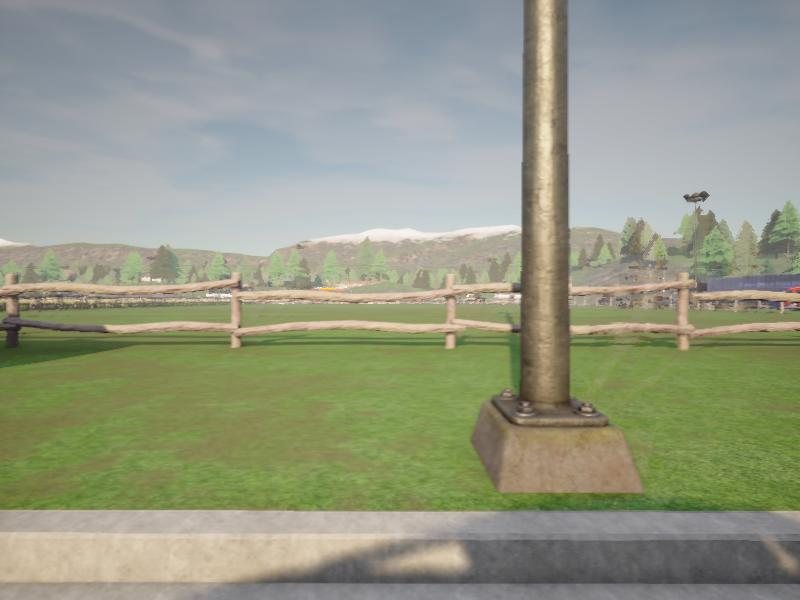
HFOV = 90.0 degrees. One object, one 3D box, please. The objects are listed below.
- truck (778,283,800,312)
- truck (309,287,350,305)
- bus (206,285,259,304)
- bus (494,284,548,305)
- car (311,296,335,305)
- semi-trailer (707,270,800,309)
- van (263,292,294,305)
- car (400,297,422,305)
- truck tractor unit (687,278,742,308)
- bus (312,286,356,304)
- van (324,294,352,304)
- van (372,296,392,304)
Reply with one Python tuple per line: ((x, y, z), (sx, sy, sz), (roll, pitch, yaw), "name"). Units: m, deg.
((35.655, -0.191, 33.761), (2.627, 2.467, 5.204), (0, 0, 1), "truck")
((-15.476, -0.950, 88.442), (8.468, 3.827, 2.891), (0, 0, 0), "truck")
((-36.914, -1.197, 88.480), (10.273, 4.253, 3.944), (0, 0, 0), "bus")
((25.687, -1.098, 85.366), (10.273, 4.253, 3.944), (0, 0, -2), "bus")
((-16.327, 0.026, 84.943), (4.605, 1.855, 1.932), (0, 0, 0), "car")
((46.305, -1.150, 51.412), (2.717, 4.402, 14.254), (0, 0, 0), "semi-trailer")
((-25.717, -0.340, 84.901), (5.915, 2.561, 1.988), (0, 0, 0), "van")
((2.388, 0.160, 85.021), (4.611, 1.667, 2.242), (0, 0, 0), "car")
((46.365, -1.049, 59.327), (3.053, 4.208, 6.516), (0, 0, 0), "truck tractor unit")
((-16.177, -1.165, 99.065), (10.273, 4.253, 3.944), (0, 0, 0), "bus")
((-14.816, -0.251, 95.448), (6.366, 2.431, 2.351), (0, 0, 0), "van")
((-4.181, -0.008, 91.993), (4.442, 1.987, 1.775), (0, 0, 0), "van")
